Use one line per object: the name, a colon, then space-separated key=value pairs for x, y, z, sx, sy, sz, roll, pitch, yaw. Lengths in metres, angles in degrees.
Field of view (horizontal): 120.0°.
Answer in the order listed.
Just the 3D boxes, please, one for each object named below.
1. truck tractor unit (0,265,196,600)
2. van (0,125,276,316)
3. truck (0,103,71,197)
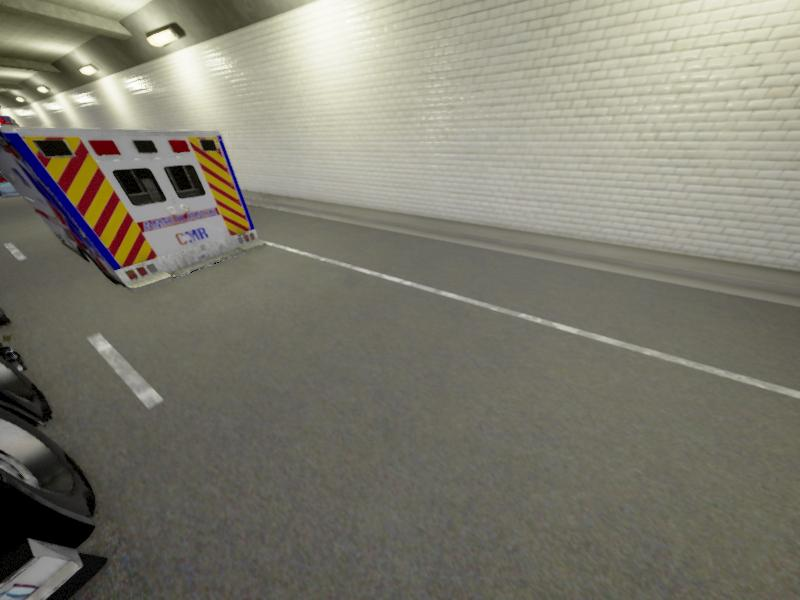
truck tractor unit: x=-5.112 y=-0.298 z=0.788 sx=6.516 sy=4.208 sz=3.053 roll=18 pitch=38 yaw=24
van: x=-6.221 y=-2.229 z=5.147 sx=6.366 sy=2.431 sz=2.351 roll=18 pitch=39 yaw=24
truck: x=-23.336 y=-8.367 z=12.911 sx=8.468 sy=3.827 sz=2.891 roll=18 pitch=39 yaw=24
